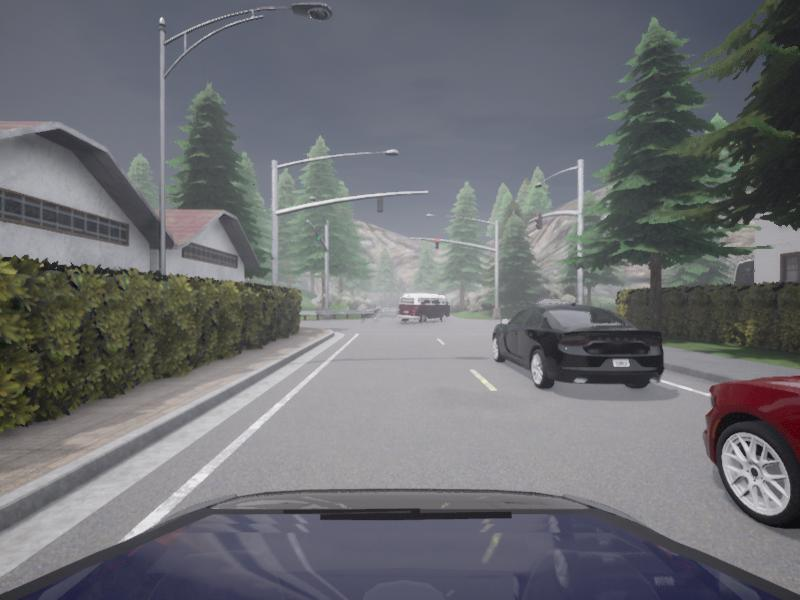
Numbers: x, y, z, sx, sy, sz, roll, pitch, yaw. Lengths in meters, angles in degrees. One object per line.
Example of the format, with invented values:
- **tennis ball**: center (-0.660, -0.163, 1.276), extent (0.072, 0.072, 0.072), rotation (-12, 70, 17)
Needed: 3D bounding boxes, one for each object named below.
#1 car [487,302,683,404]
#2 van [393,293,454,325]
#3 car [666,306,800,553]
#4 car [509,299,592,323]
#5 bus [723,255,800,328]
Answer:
- **car**: center (3.393, 0.825, 8.653), extent (1.882, 1.535, 5.008), rotation (0, 0, -1)
- **van**: center (1.750, 0.569, 28.715), extent (2.069, 2.038, 4.480), rotation (4, 2, 39)
- **car**: center (3.475, 0.823, 1.271), extent (1.882, 1.535, 5.008), rotation (0, 0, -1)
- **car**: center (10.581, 0.772, 28.412), extent (5.027, 1.651, 2.152), rotation (0, 0, -1)
- **bus**: center (27.059, -0.538, 25.135), extent (10.273, 4.253, 3.944), rotation (-1, 0, 0)
